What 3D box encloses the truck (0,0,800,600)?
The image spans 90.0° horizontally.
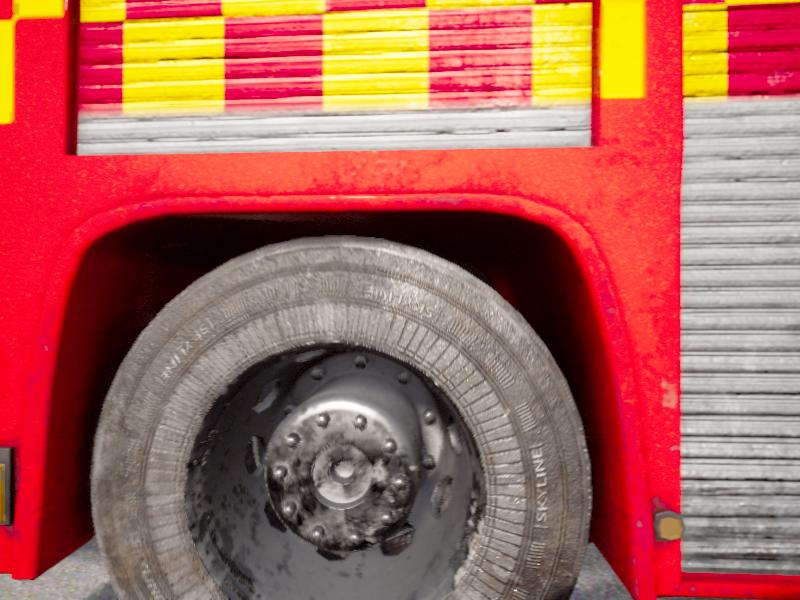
[{"bbox_3d":[-2.504,-0.917,2.347,8.468,3.827,2.891,0,0,3],"label":"truck"}]
